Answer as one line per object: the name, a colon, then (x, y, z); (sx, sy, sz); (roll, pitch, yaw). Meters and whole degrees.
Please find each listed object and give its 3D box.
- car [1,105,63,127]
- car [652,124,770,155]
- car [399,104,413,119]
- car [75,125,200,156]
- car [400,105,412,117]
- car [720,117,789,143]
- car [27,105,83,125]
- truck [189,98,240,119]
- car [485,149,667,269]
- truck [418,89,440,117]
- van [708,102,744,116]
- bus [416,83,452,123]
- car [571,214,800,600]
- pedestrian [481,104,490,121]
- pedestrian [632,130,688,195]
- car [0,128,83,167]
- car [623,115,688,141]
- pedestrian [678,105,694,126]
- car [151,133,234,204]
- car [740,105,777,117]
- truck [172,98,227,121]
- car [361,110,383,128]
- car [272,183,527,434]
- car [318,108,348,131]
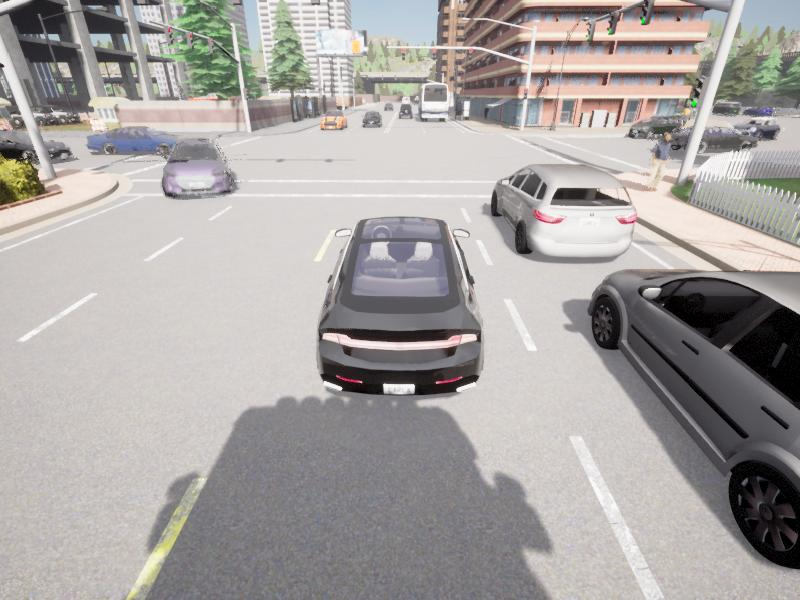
car: (-36.855, -18.478, 40.153); (3.866, 1.878, 1.905); (0, 27, 1)
car: (17.882, -9.317, 23.128); (5.357, 1.411, 2.033); (-6, 28, -11)
car: (0.821, -26.462, 56.116); (1.905, 1.878, 3.866); (0, 27, 1)
car: (-14.487, -8.937, 22.399); (5.357, 1.411, 2.033); (0, 27, -1)
car: (0.932, -29.954, 63.302); (1.801, 1.575, 5.366); (0, 27, 1)
car: (25.559, -12.308, 28.864); (3.806, 1.475, 1.970); (-13, 30, -23)
car: (-36.818, -19.821, 42.769); (3.866, 1.878, 1.905); (0, 27, 1)
truck: (-25.008, -25.964, 54.169); (5.204, 2.467, 2.615); (0, 27, 1)
car: (3.608, -2.400, 9.471); (2.242, 1.667, 4.611); (1, 27, 1)
truck: (4.448, -31.284, 63.386); (2.891, 3.827, 8.468); (0, 27, 1)
van: (51.478, -30.258, 63.277); (1.775, 1.987, 4.442); (1, 27, 1)
bus: (4.143, -25.665, 51.982); (3.944, 4.253, 10.273); (0, 27, 1)
car: (3.497, 0.483, 3.924); (1.851, 1.617, 3.988); (0, 27, 1)
pedestrian: (10.568, -23.152, 49.313); (0.751, 1.860, 0.751); (0, 27, 1)
pedestrian: (8.234, -4.380, 12.734); (0.751, 1.860, 0.751); (-4, 27, -8)
car: (-18.644, -7.353, 19.213); (4.792, 1.488, 2.163); (0, 27, 0)
car: (19.120, -12.916, 29.965); (3.705, 1.549, 1.789); (-8, 28, -16)
pedestrian: (28.428, -18.319, 39.770); (0.751, 1.860, 0.751); (14, 30, 26)
car: (-7.214, -4.905, 14.384); (2.033, 1.649, 4.856); (-8, 29, -19)
car: (54.929, -28.988, 61.353); (1.816, 1.474, 4.193); (1, 27, 1)
truck: (-25.062, -23.996, 50.334); (5.204, 2.467, 2.615); (0, 27, 1)
car: (-2.899, -19.099, 42.206); (1.837, 1.490, 4.892); (0, 27, 1)
car: (0.025, -0.455, 5.857); (2.128, 1.511, 4.902); (0, 27, 1)
car: (-6.451, -17.661, 39.075); (2.097, 1.767, 4.553); (0, 27, 1)
